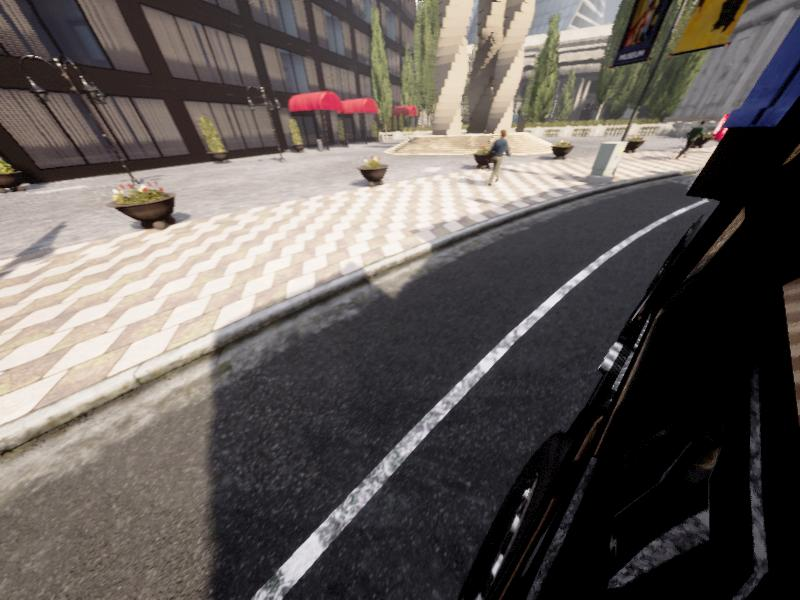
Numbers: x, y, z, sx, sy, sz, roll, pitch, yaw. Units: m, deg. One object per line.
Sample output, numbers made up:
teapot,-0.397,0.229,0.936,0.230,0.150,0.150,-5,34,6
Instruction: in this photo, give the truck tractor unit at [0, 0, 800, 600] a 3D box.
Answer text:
truck tractor unit,2.645,-0.295,0.351,6.516,4.208,3.053,-28,44,-30

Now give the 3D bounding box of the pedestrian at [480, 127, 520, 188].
pedestrian,3.731,-5.371,8.770,0.751,1.860,0.751,-27,43,-29

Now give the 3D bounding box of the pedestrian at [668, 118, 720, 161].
pedestrian,16.023,-8.767,12.672,0.751,1.860,0.751,-8,37,-7

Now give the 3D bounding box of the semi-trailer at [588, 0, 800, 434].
semi-trailer,9.352,-3.031,3.490,14.254,4.402,2.717,-20,40,-22
